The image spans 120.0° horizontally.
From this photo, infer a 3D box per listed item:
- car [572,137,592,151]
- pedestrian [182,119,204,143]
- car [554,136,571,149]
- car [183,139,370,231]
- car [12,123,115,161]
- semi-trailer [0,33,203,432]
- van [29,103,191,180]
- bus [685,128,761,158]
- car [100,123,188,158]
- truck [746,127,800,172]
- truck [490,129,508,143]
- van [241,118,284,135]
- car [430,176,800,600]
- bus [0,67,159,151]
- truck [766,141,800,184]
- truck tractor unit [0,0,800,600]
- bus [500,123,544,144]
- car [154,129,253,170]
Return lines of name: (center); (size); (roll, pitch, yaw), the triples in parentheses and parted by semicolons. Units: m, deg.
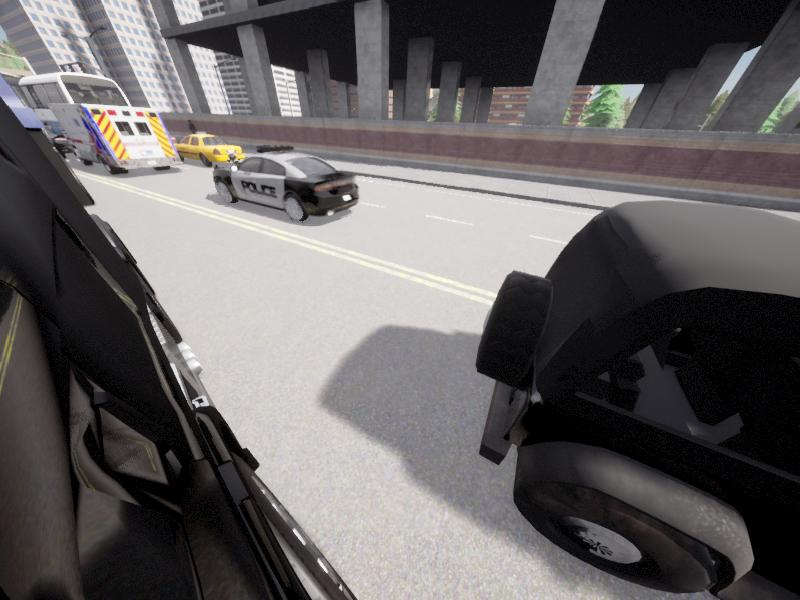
car: (31.946, -27.600, 40.706); (1.905, 1.878, 3.866); (20, 40, 21)
pedestrian: (-20.116, -16.425, 22.490); (0.751, 1.860, 0.751); (20, 40, 22)
car: (29.369, -28.525, 41.780); (1.905, 1.878, 3.866); (20, 40, 21)
car: (-3.672, -3.728, 7.030); (5.238, 1.638, 1.930); (20, 40, 21)
car: (-20.213, -9.585, 13.922); (4.902, 1.511, 2.128); (20, 40, 21)
semi-trailer: (-8.778, -3.550, 4.146); (14.254, 4.402, 2.717); (27, 43, 29)
van: (-13.525, -7.570, 10.886); (6.366, 2.431, 2.351); (20, 40, 21)
bus: (60.999, -30.167, 44.231); (3.944, 4.253, 10.273); (20, 40, 21)
car: (-17.606, -11.106, 15.989); (4.611, 1.667, 2.242); (20, 40, 21)
truck: (44.786, -16.785, 25.665); (2.891, 3.827, 8.468); (20, 40, 21)
truck: (23.506, -38.797, 54.713); (2.615, 2.467, 5.204); (20, 40, 21)
van: (-25.971, -32.903, 43.982); (2.351, 2.431, 6.366); (20, 40, 22)
car: (2.425, 0.737, 1.236); (3.866, 1.878, 1.905); (20, 40, 21)
bus: (-25.391, -14.857, 18.353); (10.273, 4.253, 3.944); (20, 40, 21)
truck: (30.282, -9.467, 16.082); (2.627, 2.467, 5.204); (20, 40, 21)
truck tractor unit: (-2.645, -0.295, 0.351); (6.516, 4.208, 3.053); (28, 44, 30)
bus: (35.117, -48.142, 66.723); (10.273, 4.253, 3.944); (20, 40, 21)
car: (-11.396, -8.851, 13.442); (5.366, 1.575, 1.801); (20, 40, 21)
